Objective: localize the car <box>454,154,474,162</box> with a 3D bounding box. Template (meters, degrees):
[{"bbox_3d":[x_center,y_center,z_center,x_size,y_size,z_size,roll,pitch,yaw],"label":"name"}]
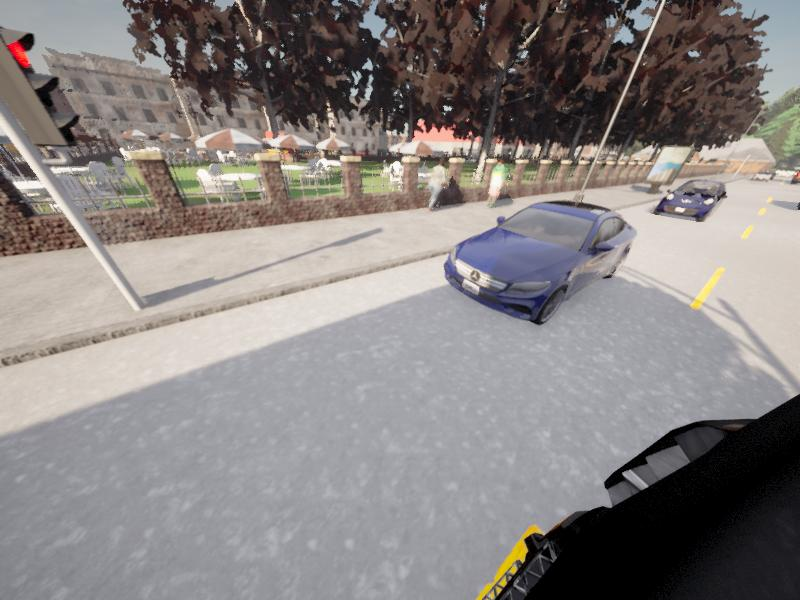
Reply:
[{"bbox_3d":[16.130,-35.459,57.810,4.892,1.490,1.837,-19,39,-29],"label":"car"}]

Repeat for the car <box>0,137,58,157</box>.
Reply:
[{"bbox_3d":[-39.552,-15.661,23.601,1.882,1.535,5.008,1,34,-2],"label":"car"}]

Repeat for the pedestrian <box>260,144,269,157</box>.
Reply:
[{"bbox_3d":[-22.753,-25.121,38.759,0.751,1.860,0.751,-10,36,-19],"label":"pedestrian"}]

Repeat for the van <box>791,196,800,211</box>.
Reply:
[{"bbox_3d":[25.430,-6.257,13.362,4.480,2.038,2.069,-19,39,-29],"label":"van"}]

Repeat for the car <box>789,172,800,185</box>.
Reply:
[{"bbox_3d":[55.389,-16.509,31.364,3.988,1.617,1.851,-16,38,-26],"label":"car"}]

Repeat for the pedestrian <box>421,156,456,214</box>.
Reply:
[{"bbox_3d":[1.389,-4.299,8.667,0.751,1.860,0.751,-19,39,-29],"label":"pedestrian"}]

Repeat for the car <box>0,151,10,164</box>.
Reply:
[{"bbox_3d":[-30.159,-10.170,15.602,1.932,1.855,4.605,-19,38,-29],"label":"car"}]

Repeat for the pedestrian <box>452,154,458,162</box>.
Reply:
[{"bbox_3d":[12.115,-31.084,50.522,0.751,1.300,0.751,-14,37,-24],"label":"pedestrian"}]

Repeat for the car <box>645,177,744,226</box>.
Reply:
[{"bbox_3d":[13.345,-4.607,10.488,3.633,1.501,1.845,-20,39,-29],"label":"car"}]

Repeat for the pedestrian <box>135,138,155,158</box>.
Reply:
[{"bbox_3d":[-29.003,-17.299,26.282,0.751,1.860,0.751,-19,39,-29],"label":"pedestrian"}]

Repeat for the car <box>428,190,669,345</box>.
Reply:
[{"bbox_3d":[2.997,-1.095,4.532,4.674,1.442,1.812,-20,39,-30],"label":"car"}]

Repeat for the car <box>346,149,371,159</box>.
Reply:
[{"bbox_3d":[-8.394,-29.910,47.358,4.514,1.525,2.007,-19,39,-29],"label":"car"}]

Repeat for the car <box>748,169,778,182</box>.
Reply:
[{"bbox_3d":[54.908,-18.833,34.924,3.633,1.501,1.845,-20,40,-30],"label":"car"}]

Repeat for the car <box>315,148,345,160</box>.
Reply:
[{"bbox_3d":[-12.339,-25.906,41.015,4.514,1.525,2.007,-19,39,-29],"label":"car"}]

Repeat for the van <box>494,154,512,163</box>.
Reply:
[{"bbox_3d":[28.933,-40.003,65.169,4.480,2.038,2.069,-19,39,-29],"label":"van"}]

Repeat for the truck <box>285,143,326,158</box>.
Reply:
[{"bbox_3d":[-17.097,-27.218,42.155,6.274,2.098,2.390,-19,39,-29],"label":"truck"}]

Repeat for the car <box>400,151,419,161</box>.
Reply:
[{"bbox_3d":[2.020,-30.823,49.433,3.705,1.549,1.789,-19,39,-29],"label":"car"}]

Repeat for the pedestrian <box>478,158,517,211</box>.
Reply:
[{"bbox_3d":[3.966,-4.757,9.539,0.751,1.860,0.751,-19,39,-29],"label":"pedestrian"}]

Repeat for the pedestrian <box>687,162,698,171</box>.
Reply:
[{"bbox_3d":[68.257,-31.121,53.942,0.751,1.860,0.751,-14,37,-23],"label":"pedestrian"}]

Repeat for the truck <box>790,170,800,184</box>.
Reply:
[{"bbox_3d":[62.200,-19.465,34.300,8.468,3.827,2.891,-19,39,-29],"label":"truck"}]

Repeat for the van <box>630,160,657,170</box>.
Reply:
[{"bbox_3d":[66.782,-37.059,63.357,1.775,1.987,4.442,-19,39,-29],"label":"van"}]

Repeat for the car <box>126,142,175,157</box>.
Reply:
[{"bbox_3d":[-31.586,-19.108,29.427,3.806,1.475,1.970,-22,40,-32],"label":"car"}]
